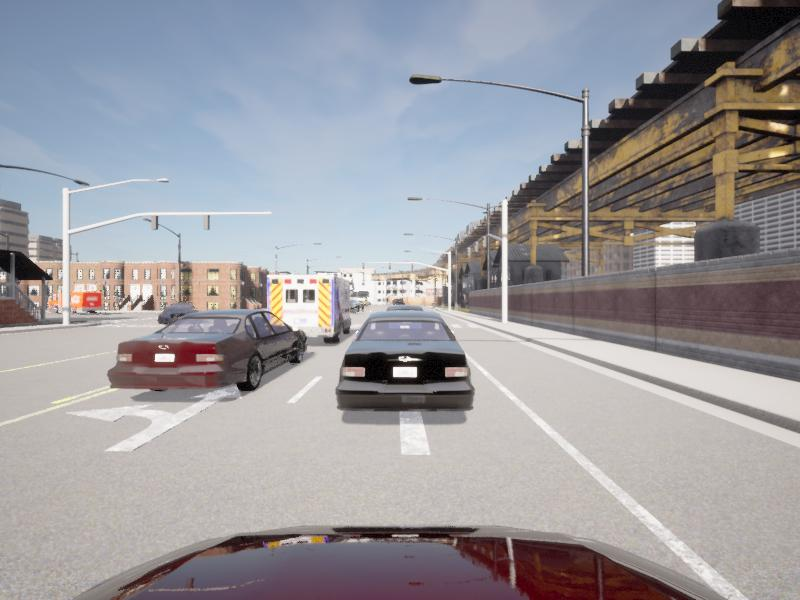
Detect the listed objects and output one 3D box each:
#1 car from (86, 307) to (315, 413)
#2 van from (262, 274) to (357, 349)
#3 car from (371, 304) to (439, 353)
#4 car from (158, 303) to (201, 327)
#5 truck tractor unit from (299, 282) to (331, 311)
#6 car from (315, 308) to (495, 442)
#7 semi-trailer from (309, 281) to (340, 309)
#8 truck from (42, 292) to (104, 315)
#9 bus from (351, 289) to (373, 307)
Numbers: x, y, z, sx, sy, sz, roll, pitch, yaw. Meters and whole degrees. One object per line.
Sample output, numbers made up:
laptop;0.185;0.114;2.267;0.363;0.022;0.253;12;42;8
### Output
car;-3.400;0.895;8.344;2.033;1.411;5.357;0;0;1
van;-3.303;0.378;16.290;2.351;2.431;6.366;0;0;1
car;0.178;0.895;14.747;2.033;1.411;5.357;0;0;1
car;-14.375;0.907;26.326;1.994;1.385;4.181;0;0;-22
truck tractor unit;-13.385;-0.632;63.584;3.053;4.208;6.516;-5;2;1
car;0.088;0.895;7.195;2.033;1.411;5.357;0;0;1
semi-trailer;-13.177;-0.672;71.560;2.717;4.402;14.254;0;-1;1
truck;-36.031;0.356;44.166;5.204;2.467;2.627;0;0;12
bus;-9.586;-0.532;99.258;3.944;4.253;10.273;1;0;-13
